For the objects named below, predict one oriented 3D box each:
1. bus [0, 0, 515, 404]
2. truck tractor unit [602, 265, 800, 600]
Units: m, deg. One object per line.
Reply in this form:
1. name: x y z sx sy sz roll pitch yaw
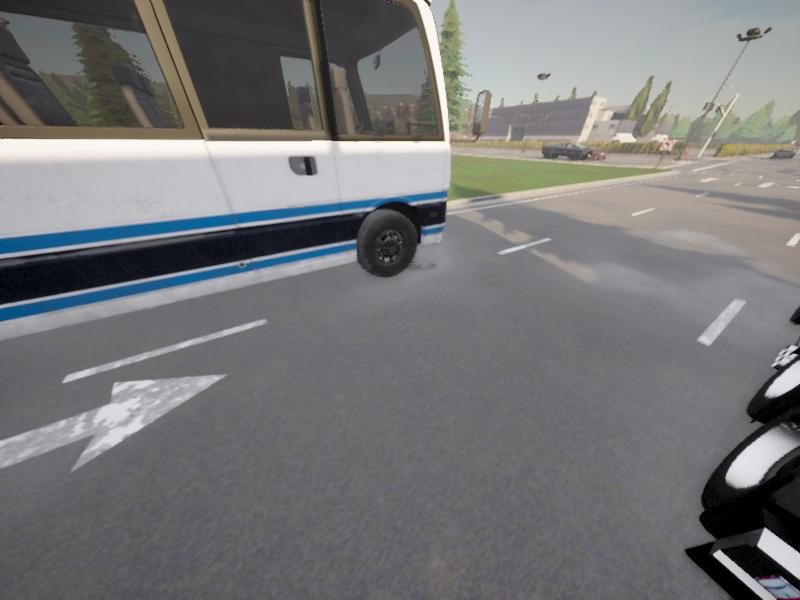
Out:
1. bus: -3.973 -2.025 3.156 10.273 4.253 3.944 -18 39 -25
2. truck tractor unit: 5.118 -0.291 0.783 6.516 4.208 3.053 -18 39 -24
